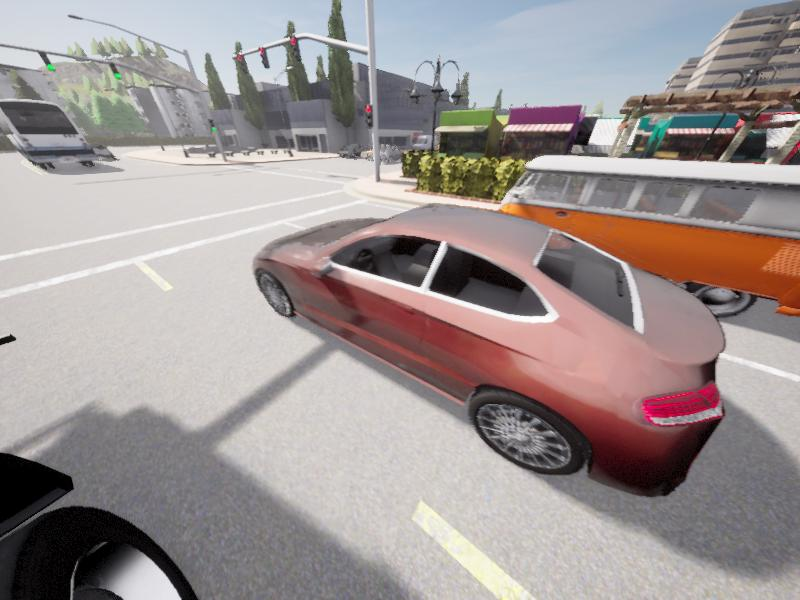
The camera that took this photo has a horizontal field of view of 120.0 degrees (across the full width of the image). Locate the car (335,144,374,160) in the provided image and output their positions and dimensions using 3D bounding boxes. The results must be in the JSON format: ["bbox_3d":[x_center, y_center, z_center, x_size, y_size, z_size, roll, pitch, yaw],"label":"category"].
[{"bbox_3d":[-5.555,-18.614,28.951,2.007,1.525,4.514,24,41,30],"label":"car"}]

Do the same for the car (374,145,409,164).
[{"bbox_3d":[-0.834,-15.581,24.684,1.845,1.501,3.633,23,41,29],"label":"car"}]

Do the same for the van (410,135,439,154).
[{"bbox_3d":[4.297,-26.760,39.713,1.988,2.561,5.915,23,41,29],"label":"van"}]

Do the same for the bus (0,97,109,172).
[{"bbox_3d":[-30.087,-13.688,19.395,10.273,4.253,3.944,21,40,27],"label":"bus"}]

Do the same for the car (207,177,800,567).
[{"bbox_3d":[0.256,-0.290,2.916,5.027,1.651,2.152,22,41,28],"label":"car"}]

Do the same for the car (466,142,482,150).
[{"bbox_3d":[17.630,-36.658,54.811,1.812,1.442,4.674,23,41,29],"label":"car"}]

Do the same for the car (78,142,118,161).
[{"bbox_3d":[-33.888,-16.681,25.911,3.988,1.617,1.851,24,41,29],"label":"car"}]

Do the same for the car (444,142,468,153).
[{"bbox_3d":[10.125,-27.496,41.634,1.801,1.575,5.366,23,41,29],"label":"car"}]

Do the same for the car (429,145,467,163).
[{"bbox_3d":[5.679,-17.233,27.096,2.128,1.511,4.902,23,41,29],"label":"car"}]

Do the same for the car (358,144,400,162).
[{"bbox_3d":[-2.379,-17.736,27.685,1.801,1.575,5.366,24,41,29],"label":"car"}]

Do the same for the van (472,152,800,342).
[{"bbox_3d":[3.960,-1.393,4.192,4.442,1.987,1.775,22,41,28],"label":"van"}]

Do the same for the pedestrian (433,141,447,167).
[{"bbox_3d":[3.400,-12.459,19.693,0.751,1.860,0.751,22,40,27],"label":"pedestrian"}]

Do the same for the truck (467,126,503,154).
[{"bbox_3d":[15.580,-29.165,42.098,2.891,3.827,8.468,22,41,28],"label":"truck"}]

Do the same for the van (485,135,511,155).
[{"bbox_3d":[16.275,-25.675,38.270,1.988,2.561,5.915,22,41,27],"label":"van"}]
